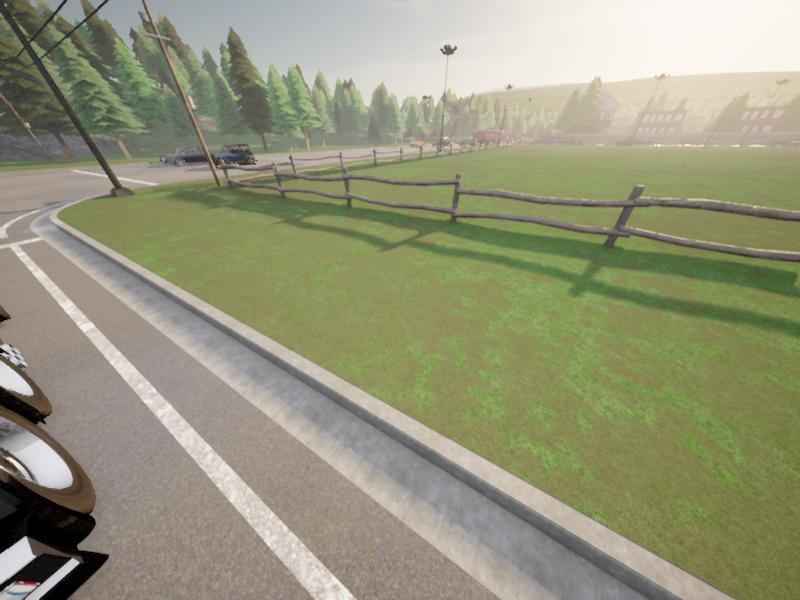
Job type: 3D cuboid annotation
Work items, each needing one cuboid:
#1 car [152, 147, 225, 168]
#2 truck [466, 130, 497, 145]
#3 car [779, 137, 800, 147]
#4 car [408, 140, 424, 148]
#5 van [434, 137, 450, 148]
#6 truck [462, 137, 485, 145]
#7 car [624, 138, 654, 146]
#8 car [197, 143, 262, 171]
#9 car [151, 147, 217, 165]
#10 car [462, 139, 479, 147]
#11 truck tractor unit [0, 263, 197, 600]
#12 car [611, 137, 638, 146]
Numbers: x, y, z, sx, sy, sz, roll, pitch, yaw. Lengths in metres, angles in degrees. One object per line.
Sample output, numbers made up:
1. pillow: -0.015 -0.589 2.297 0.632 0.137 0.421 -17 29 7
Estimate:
1. car: -21.423 -14.723 23.719 2.128 1.511 4.902 18 39 24
2. truck: 25.715 -51.530 73.117 8.468 3.827 2.891 -8 36 -10
3. car: 80.073 -31.040 45.428 5.366 1.575 1.801 18 39 25
4. car: 4.182 -39.709 58.678 1.882 1.535 5.008 19 40 25
5. van: 10.175 -37.865 55.537 2.069 2.038 4.480 19 41 25
6. truck: 22.243 -48.076 69.778 6.274 2.098 2.390 -17 39 -22
7. car: 60.596 -40.155 58.622 4.792 1.488 2.163 18 39 25
8. car: -15.238 -13.027 20.912 1.905 1.878 3.866 18 39 24
9. car: -23.951 -16.220 25.884 1.837 1.490 4.892 18 39 24
10. car: 18.516 -41.143 60.519 2.242 1.667 4.611 25 42 31
11. truck tractor unit: -5.112 -0.300 0.772 6.516 4.208 3.053 19 39 24
12. car: 53.307 -37.751 54.980 3.866 1.878 1.905 18 39 25
